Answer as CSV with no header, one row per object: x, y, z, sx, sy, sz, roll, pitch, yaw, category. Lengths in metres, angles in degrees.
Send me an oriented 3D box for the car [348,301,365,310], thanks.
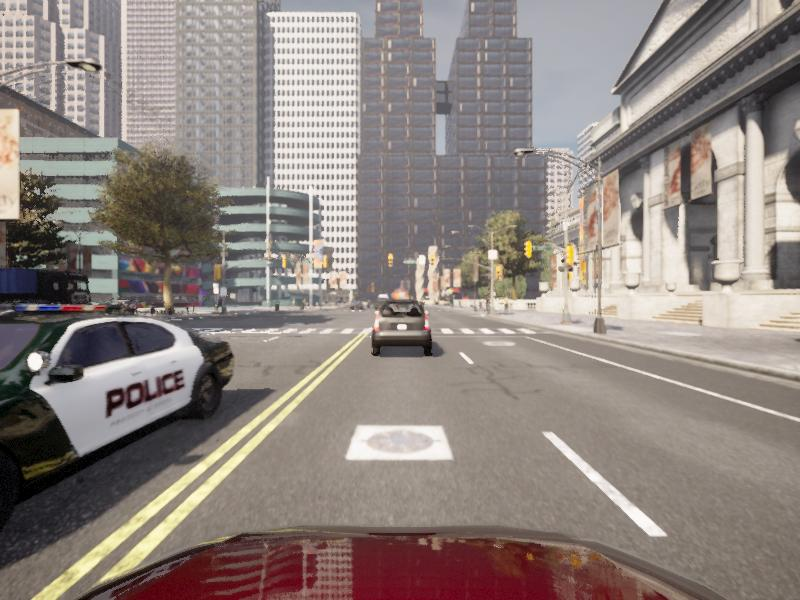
-6.640,0.819,61.966,2.033,1.411,5.357,0,0,0,car

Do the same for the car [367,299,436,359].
0.060,0.772,12.802,1.851,1.617,3.988,0,0,0,car

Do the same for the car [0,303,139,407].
-6.997,0.827,6.610,2.128,1.511,4.902,0,0,1,car

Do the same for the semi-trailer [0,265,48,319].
-37.807,-0.658,33.520,14.254,4.402,2.717,0,0,0,semi-trailer

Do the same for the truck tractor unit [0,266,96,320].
-29.896,-0.563,33.498,6.516,4.208,3.053,0,0,0,truck tractor unit

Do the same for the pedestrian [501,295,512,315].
9.638,0.441,36.282,0.751,1.860,0.751,0,0,-9,pedestrian

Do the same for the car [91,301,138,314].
-31.655,0.799,44.370,3.806,1.475,1.970,0,0,0,car

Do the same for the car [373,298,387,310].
-3.115,0.569,62.773,1.905,1.878,3.866,0,0,0,car

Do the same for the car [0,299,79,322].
-26.921,0.745,29.382,5.027,1.651,2.152,0,0,1,car

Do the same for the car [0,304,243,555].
-3.503,0.824,3.802,2.038,1.542,4.974,0,0,0,car

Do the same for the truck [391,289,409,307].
-0.157,-0.426,86.559,2.891,3.827,8.468,0,0,-7,truck

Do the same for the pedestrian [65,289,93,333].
-14.041,0.464,17.487,0.751,1.860,0.751,0,0,31,pedestrian
